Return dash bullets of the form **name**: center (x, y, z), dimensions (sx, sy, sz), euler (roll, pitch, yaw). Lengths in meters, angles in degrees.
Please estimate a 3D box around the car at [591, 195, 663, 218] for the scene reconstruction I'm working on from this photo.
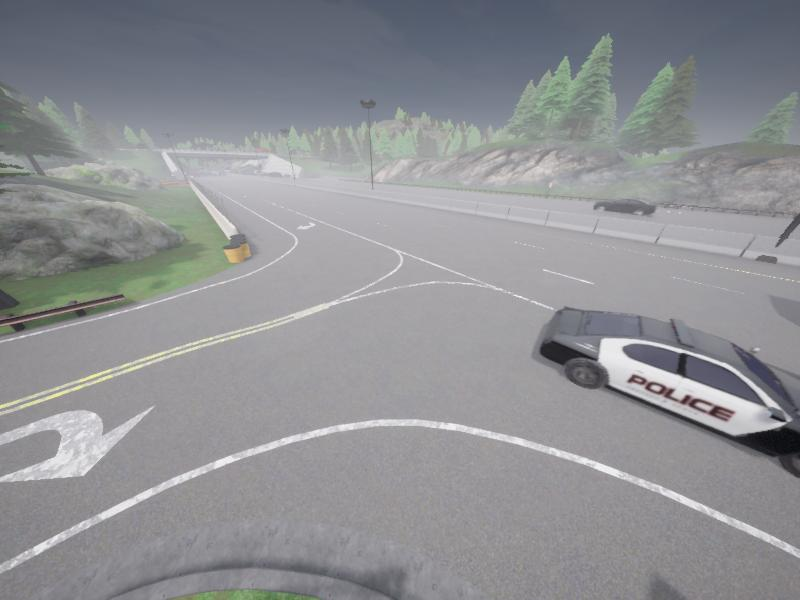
- **car**: center (23.552, -9.895, 24.206), dimensions (1.882, 1.535, 5.008), euler (-23, 37, -34)

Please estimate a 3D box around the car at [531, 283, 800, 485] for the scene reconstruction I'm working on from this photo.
- **car**: center (5.821, 1.389, 4.663), dimensions (4.974, 1.542, 2.038), euler (22, 37, 32)
